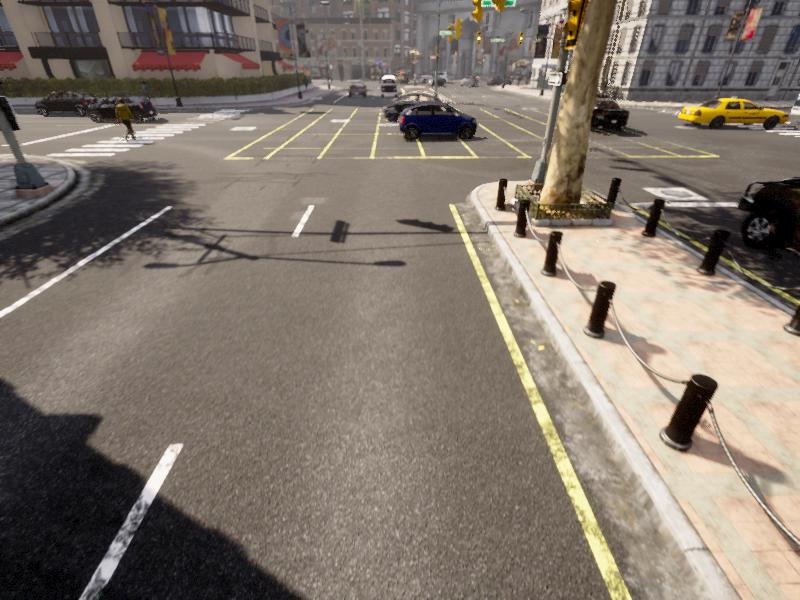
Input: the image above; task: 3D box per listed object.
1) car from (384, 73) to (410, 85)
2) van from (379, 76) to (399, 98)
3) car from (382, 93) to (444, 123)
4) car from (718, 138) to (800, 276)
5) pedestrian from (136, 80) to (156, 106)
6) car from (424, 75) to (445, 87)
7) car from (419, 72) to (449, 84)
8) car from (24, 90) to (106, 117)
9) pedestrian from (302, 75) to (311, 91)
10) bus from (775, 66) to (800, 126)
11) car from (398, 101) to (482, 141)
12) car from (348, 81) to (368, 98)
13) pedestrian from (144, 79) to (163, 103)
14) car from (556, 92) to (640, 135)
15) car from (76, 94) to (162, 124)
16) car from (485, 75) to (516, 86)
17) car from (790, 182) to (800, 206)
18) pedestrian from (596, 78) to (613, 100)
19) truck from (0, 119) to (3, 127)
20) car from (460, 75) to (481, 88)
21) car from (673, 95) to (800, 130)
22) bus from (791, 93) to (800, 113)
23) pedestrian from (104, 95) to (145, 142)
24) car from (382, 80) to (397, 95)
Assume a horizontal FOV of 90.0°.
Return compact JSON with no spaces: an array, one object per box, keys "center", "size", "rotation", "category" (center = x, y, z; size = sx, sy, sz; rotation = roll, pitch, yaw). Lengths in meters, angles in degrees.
[{"center":[-0.556,-41.534,75.059],"size":[4.605,1.855,1.932],"rotation":[19,35,29],"category":"car"},{"center":[-1.194,-23.631,44.322],"size":[2.069,2.038,4.480],"rotation":[-1,30,-1],"category":"van"},{"center":[0.770,-12.054,25.043],"size":[3.705,1.549,1.789],"rotation":[0,30,-1],"category":"car"},{"center":[7.630,-1.022,5.890],"size":[1.932,1.855,4.605],"rotation":[-1,31,-1],"category":"car"},{"center":[-20.595,-16.807,32.476],"size":[0.751,1.860,0.751],"rotation":[-4,31,-8],"category":"pedestrian"},{"center":[5.898,-37.608,68.666],"size":[2.038,1.542,4.974],"rotation":[-7,31,-12],"category":"car"},{"center":[6.603,-43.500,78.263],"size":[5.566,2.045,2.150],"rotation":[0,30,-1],"category":"car"},{"center":[-22.956,-13.550,27.563],"size":[3.705,1.549,1.789],"rotation":[-1,30,-1],"category":"car"},{"center":[-11.994,-27.780,51.224],"size":[0.751,1.860,0.751],"rotation":[4,31,6],"category":"pedestrian"},{"center":[28.347,-11.835,22.027],"size":[10.273,4.253,3.944],"rotation":[-1,30,-1],"category":"bus"},{"center":[1.786,-8.530,19.020],"size":[3.705,1.549,1.789],"rotation":[-1,30,-1],"category":"car"},{"center":[-4.710,-23.652,44.945],"size":[1.812,1.442,4.674],"rotation":[0,30,-1],"category":"car"},{"center":[-21.890,-18.640,35.605],"size":[0.751,1.860,0.751],"rotation":[-2,30,-3],"category":"pedestrian"},{"center":[10.776,-10.522,22.346],"size":[1.930,1.638,5.238],"rotation":[-1,31,-1],"category":"car"},{"center":[-17.144,-11.767,24.551],"size":[3.633,1.501,1.845],"rotation":[0,30,0],"category":"car"},{"center":[18.009,-39.444,71.848],"size":[4.611,1.667,2.242],"rotation":[-10,32,-16],"category":"car"},{"center":[11.082,-2.068,8.179],"size":[1.994,1.385,4.181],"rotation":[0,30,-1],"category":"car"},{"center":[19.630,-20.301,38.490],"size":[0.751,1.860,0.751],"rotation":[-4,31,-6],"category":"pedestrian"},{"center":[-25.422,-10.377,21.236],"size":[5.204,2.467,2.627],"rotation":[-1,30,-1],"category":"truck"},{"center":[11.726,-36.398,66.554],"size":[2.152,1.651,5.027],"rotation":[11,32,19],"category":"car"},{"center":[18.843,-10.573,22.502],"size":[5.366,1.575,1.801],"rotation":[1,30,2],"category":"car"},{"center":[35.199,-15.327,27.999],"size":[10.273,4.253,3.944],"rotation":[-1,30,-1],"category":"bus"},{"center":[-12.432,-8.206,18.100],"size":[0.751,1.860,0.751],"rotation":[4,31,6],"category":"pedestrian"},{"center":[-1.319,-26.642,50.055],"size":[1.812,1.442,4.674],"rotation":[0,30,-1],"category":"car"}]
